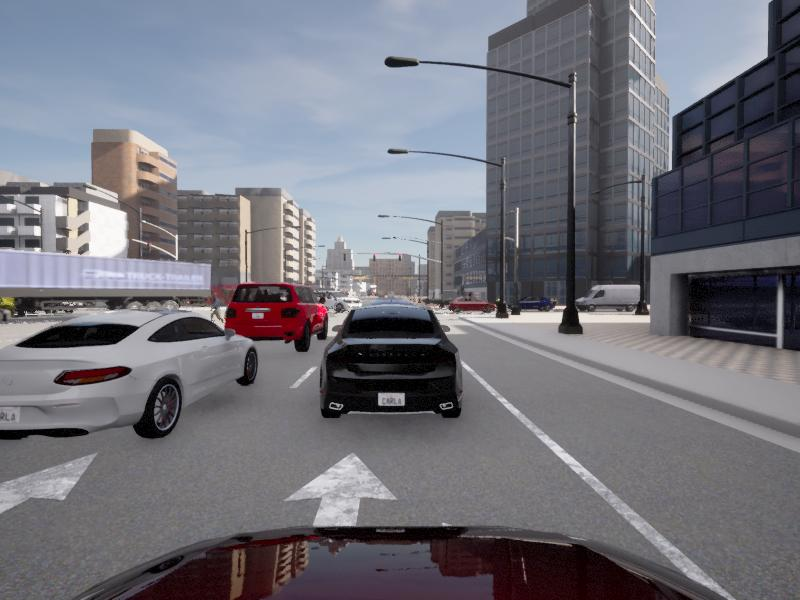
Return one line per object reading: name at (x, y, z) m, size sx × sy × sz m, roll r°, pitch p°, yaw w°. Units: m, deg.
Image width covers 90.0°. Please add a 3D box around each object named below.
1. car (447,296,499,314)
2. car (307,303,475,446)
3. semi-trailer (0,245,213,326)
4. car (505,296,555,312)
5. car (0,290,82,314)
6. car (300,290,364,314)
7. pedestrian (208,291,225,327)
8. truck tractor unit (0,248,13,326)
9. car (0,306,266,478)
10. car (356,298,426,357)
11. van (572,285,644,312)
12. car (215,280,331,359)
car at (6.340, 0.437, 34.989) m, size 4.193 × 1.474 × 1.816 m, roll 0°, pitch 1°, yaw 1°
car at (-0.149, 0.835, 6.827) m, size 1.837 × 1.490 × 4.892 m, roll 0°, pitch 0°, yaw -1°
semi-trailer at (-20.065, -0.914, 27.046) m, size 2.717 × 4.402 × 14.254 m, roll 1°, pitch 2°, yaw 31°
car at (12.427, 0.376, 38.379) m, size 4.193 × 1.474 × 1.816 m, roll 0°, pitch 1°, yaw -1°
car at (-30.852, 0.146, 34.241) m, size 5.566 × 2.045 × 2.150 m, roll 0°, pitch 1°, yaw -1°
car at (-6.151, 0.144, 36.121) m, size 5.566 × 2.045 × 2.150 m, roll 0°, pitch 1°, yaw 30°
pedestrian at (-9.580, 0.451, 20.878) m, size 0.751 × 1.860 × 0.751 m, roll 0°, pitch 1°, yaw -26°
truck tractor unit at (-24.496, -0.698, 20.529) m, size 3.053 × 4.208 × 6.516 m, roll 1°, pitch 1°, yaw 43°
car at (-3.631, 0.861, 5.908) m, size 1.812 × 1.442 × 4.674 m, roll 0°, pitch 0°, yaw -1°
car at (-0.289, 0.737, 13.310) m, size 1.882 × 1.535 × 5.008 m, roll 0°, pitch 1°, yaw -1°
van at (19.906, -0.155, 38.479) m, size 5.915 × 2.561 × 1.988 m, roll 0°, pitch 1°, yaw -1°
car at (-3.796, 0.479, 13.206) m, size 2.150 × 2.045 × 5.566 m, roll 0°, pitch 1°, yaw -1°
